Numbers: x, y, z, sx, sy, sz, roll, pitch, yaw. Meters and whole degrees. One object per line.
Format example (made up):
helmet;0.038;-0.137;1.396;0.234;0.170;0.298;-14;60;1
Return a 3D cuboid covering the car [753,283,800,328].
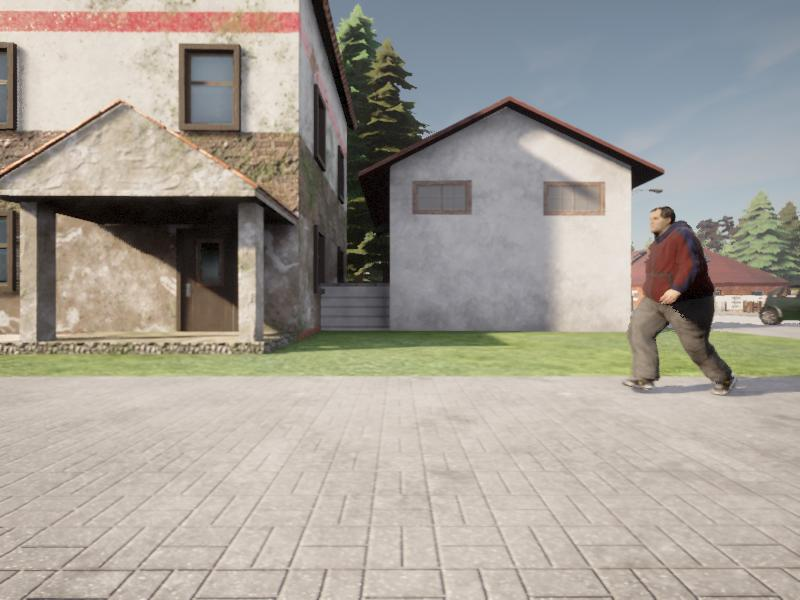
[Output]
car;15.202;0.202;14.161;1.851;1.617;3.988;0;0;0

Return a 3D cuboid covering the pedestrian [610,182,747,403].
pedestrian;2.538;-0.064;3.739;0.751;1.860;0.751;0;0;0
